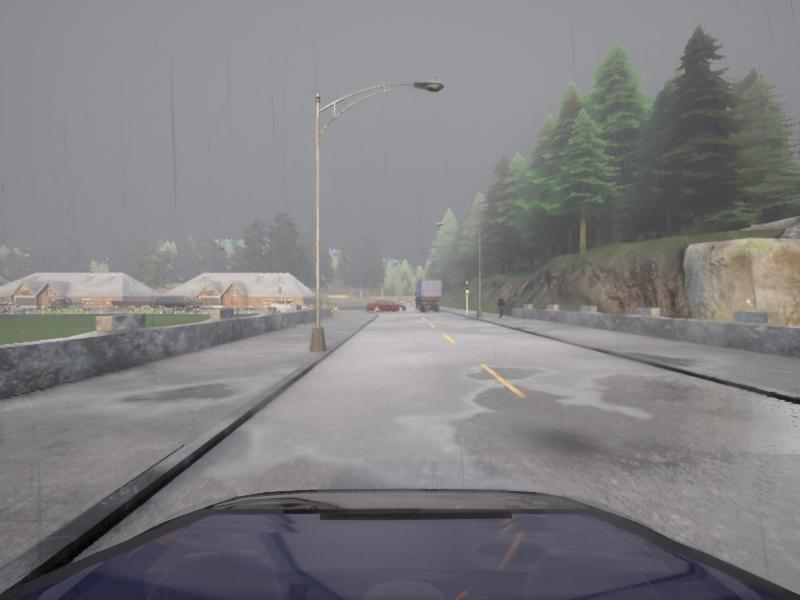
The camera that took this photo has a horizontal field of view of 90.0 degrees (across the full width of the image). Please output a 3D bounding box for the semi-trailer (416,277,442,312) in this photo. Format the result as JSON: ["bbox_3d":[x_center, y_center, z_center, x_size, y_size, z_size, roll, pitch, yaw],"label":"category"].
[{"bbox_3d":[3.940,-0.674,57.194,2.717,4.402,14.254,0,0,0],"label":"semi-trailer"}]

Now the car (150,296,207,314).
[{"bbox_3d":[-26.021,0.523,47.136,5.566,2.045,2.150,0,0,0],"label":"car"}]

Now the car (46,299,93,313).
[{"bbox_3d":[-38.866,0.742,47.127,3.988,1.617,1.851,0,0,0],"label":"car"}]

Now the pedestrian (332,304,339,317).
[{"bbox_3d":[-5.412,0.871,33.618,0.500,1.100,0.500,0,0,0],"label":"pedestrian"}]

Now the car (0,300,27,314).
[{"bbox_3d":[-47.394,0.777,47.118,4.974,1.542,2.038,0,0,0],"label":"car"}]

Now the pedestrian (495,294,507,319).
[{"bbox_3d":[7.685,0.503,30.426,0.751,1.860,0.751,0,0,3],"label":"pedestrian"}]

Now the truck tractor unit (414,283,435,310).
[{"bbox_3d":[3.929,-0.587,65.110,3.053,4.208,6.516,0,0,0],"label":"truck tractor unit"}]

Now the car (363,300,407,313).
[{"bbox_3d":[-1.779,0.775,48.773,5.008,1.535,1.882,0,0,-23],"label":"car"}]

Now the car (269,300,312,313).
[{"bbox_3d":[-12.805,0.781,47.165,4.514,1.525,2.007,0,0,0],"label":"car"}]
